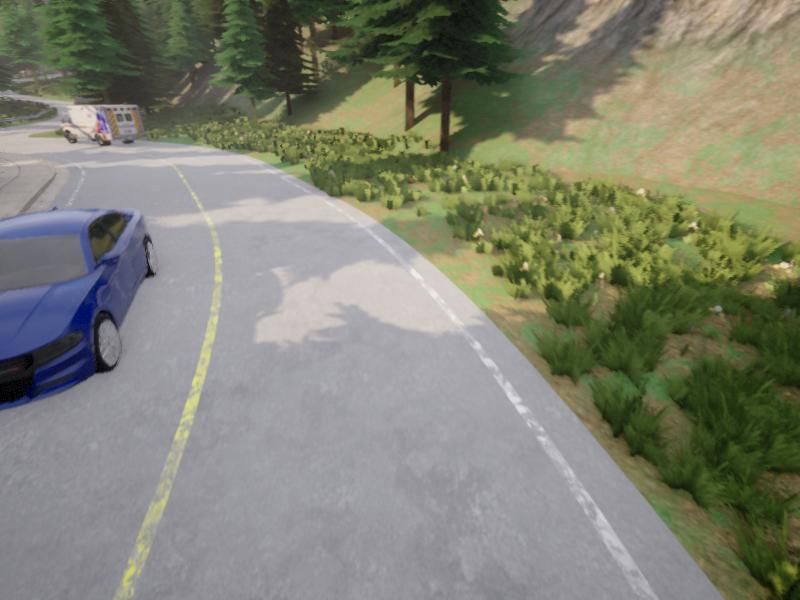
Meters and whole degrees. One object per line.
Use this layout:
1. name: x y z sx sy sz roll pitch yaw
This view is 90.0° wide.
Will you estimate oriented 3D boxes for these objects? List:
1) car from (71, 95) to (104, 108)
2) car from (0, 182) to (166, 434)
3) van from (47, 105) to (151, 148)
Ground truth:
1. car: -45.801 -29.114 58.557 4.181 1.385 1.994 20 33 25
2. car: -4.965 -0.397 5.742 1.882 1.535 5.008 -10 29 -18
3. van: -20.626 -12.037 27.499 6.366 2.431 2.351 12 30 23
